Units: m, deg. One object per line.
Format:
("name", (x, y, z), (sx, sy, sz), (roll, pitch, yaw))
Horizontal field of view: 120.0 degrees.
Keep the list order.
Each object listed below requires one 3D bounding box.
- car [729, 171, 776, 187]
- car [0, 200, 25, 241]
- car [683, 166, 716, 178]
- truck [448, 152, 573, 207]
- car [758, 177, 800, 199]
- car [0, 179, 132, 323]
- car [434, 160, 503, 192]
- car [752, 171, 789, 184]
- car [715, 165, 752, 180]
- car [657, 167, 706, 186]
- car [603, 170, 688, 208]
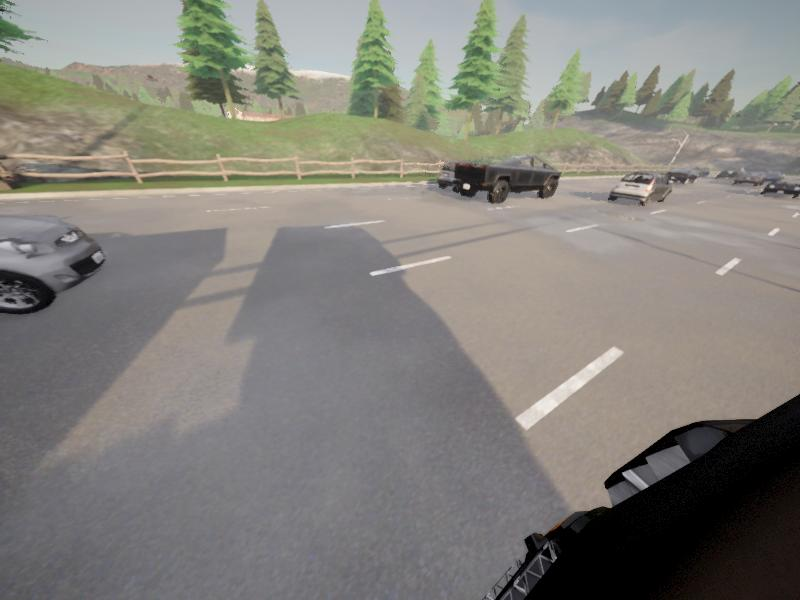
("car", (41.796, -14.402, 27.398), (5.357, 1.411, 2.033), (-16, 38, -26))
("car", (-11.563, -1.397, 3.767), (5.238, 1.638, 1.930), (-16, 38, -26))
("car", (48.678, -20.904, 37.576), (4.514, 1.525, 2.007), (-16, 38, -26))
("truck", (5.944, -6.619, 12.473), (6.274, 2.098, 2.390), (-16, 38, -26))
("car", (32.647, -9.498, 19.439), (4.718, 1.301, 1.895), (-16, 38, -26))
("car", (-6.630, -0.534, 2.918), (3.633, 1.501, 1.845), (-16, 38, -26))
("car", (4.475, -8.227, 15.241), (3.988, 1.617, 1.851), (-16, 38, -26))
("car", (53.277, -17.694, 33.201), (4.181, 1.385, 1.994), (-16, 38, -26))
("car", (50.903, -19.421, 35.252), (4.553, 1.767, 2.097), (-16, 38, -26))
("car", (30.568, -13.467, 25.060), (5.008, 1.535, 1.882), (-16, 38, -26))
("car", (14.153, -6.529, 13.363), (3.988, 1.617, 1.851), (-16, 38, -26))
